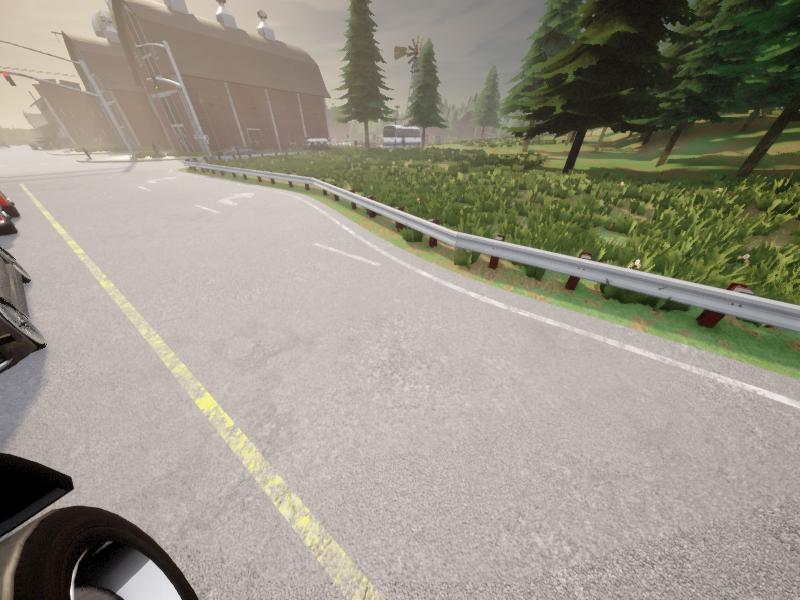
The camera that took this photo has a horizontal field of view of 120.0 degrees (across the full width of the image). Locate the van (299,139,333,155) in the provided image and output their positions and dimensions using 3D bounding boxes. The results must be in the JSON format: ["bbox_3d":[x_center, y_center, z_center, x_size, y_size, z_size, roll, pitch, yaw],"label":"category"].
[{"bbox_3d":[-13.472,-24.721,37.212,2.069,2.038,4.480,22,41,28],"label":"van"}]

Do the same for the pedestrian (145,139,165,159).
[{"bbox_3d":[-27.841,-17.206,26.286,0.751,1.860,0.751,22,41,28],"label":"pedestrian"}]

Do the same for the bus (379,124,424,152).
[{"bbox_3d":[0.588,-33.737,48.200,3.944,4.253,10.273,22,41,28],"label":"bus"}]

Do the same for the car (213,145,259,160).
[{"bbox_3d":[-20.549,-18.656,29.131,1.994,1.385,4.181,22,41,28],"label":"car"}]

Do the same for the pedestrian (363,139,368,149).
[{"bbox_3d":[-7.519,-33.962,50.231,0.751,1.860,0.751,22,41,28],"label":"pedestrian"}]

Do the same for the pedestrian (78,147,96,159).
[{"bbox_3d":[-33.740,-15.818,24.885,0.500,1.100,0.500,1,35,1],"label":"pedestrian"}]

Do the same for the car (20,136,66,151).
[{"bbox_3d":[-65.227,-28.692,42.294,3.866,1.878,1.905,-6,41,-6],"label":"car"}]

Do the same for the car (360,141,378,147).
[{"bbox_3d":[-8.932,-44.681,66.095,4.902,1.511,2.128,21,40,27],"label":"car"}]

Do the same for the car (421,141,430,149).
[{"bbox_3d":[6.243,-37.675,56.163,1.845,1.501,3.633,6,36,8],"label":"car"}]

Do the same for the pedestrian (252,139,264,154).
[{"bbox_3d":[-21.018,-22.703,34.142,0.751,1.860,0.751,22,41,28],"label":"pedestrian"}]

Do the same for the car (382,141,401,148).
[{"bbox_3d":[-2.243,-42.079,62.435,4.792,1.488,2.163,21,40,27],"label":"car"}]

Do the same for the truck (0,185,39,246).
[{"bbox_3d":[-12.586,-2.885,5.778,5.204,2.467,2.627,22,40,27],"label":"truck"}]

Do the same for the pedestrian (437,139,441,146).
[{"bbox_3d":[12.120,-49.460,72.385,0.751,1.860,0.751,-29,45,-35],"label":"pedestrian"}]

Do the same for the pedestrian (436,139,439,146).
[{"bbox_3d":[11.823,-49.763,72.814,0.751,1.860,0.751,-8,36,-12],"label":"pedestrian"}]

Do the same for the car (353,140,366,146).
[{"bbox_3d":[-13.444,-52.058,76.526,1.816,1.474,4.193,22,40,27],"label":"car"}]

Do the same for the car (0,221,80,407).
[{"bbox_3d":[-6.373,-0.094,2.712,4.902,1.511,2.128,22,41,28],"label":"car"}]

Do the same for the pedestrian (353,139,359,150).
[{"bbox_3d":[-9.176,-32.363,47.948,0.751,1.860,0.751,23,41,29],"label":"pedestrian"}]
